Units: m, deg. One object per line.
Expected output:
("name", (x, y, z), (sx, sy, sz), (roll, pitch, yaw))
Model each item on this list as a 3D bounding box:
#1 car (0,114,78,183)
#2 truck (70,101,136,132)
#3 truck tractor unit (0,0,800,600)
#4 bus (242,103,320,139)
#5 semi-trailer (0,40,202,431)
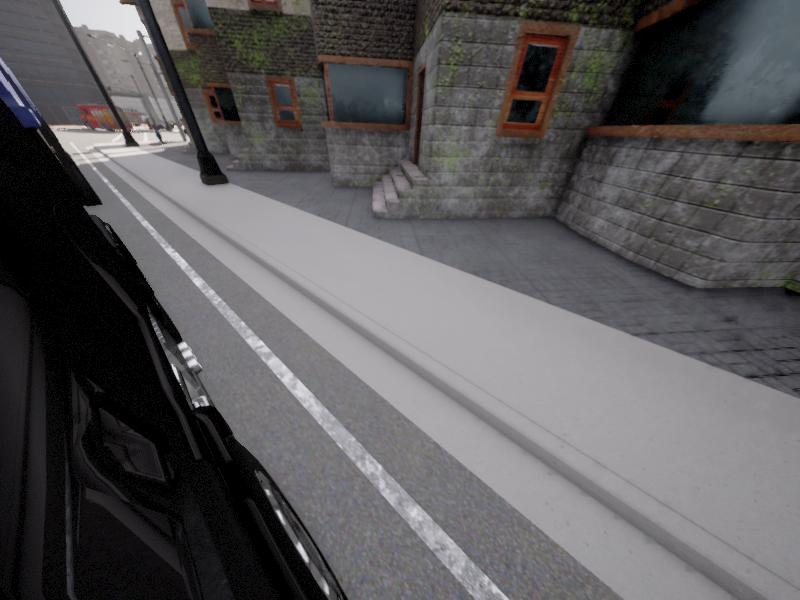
("car", (-16.306, -6.577, 9.821), (5.566, 2.045, 2.150), (27, 43, 30))
("truck", (-49.876, -30.801, 38.882), (8.468, 3.827, 2.891), (17, 40, 18))
("truck tractor unit", (-2.645, -0.295, 0.351), (6.516, 4.208, 3.053), (28, 44, 30))
("bus", (-19.560, -30.075, 39.069), (10.273, 4.253, 3.944), (-2, 37, -5))
("semi-trailer", (-8.720, -3.579, 4.223), (14.254, 4.402, 2.717), (28, 43, 30))
